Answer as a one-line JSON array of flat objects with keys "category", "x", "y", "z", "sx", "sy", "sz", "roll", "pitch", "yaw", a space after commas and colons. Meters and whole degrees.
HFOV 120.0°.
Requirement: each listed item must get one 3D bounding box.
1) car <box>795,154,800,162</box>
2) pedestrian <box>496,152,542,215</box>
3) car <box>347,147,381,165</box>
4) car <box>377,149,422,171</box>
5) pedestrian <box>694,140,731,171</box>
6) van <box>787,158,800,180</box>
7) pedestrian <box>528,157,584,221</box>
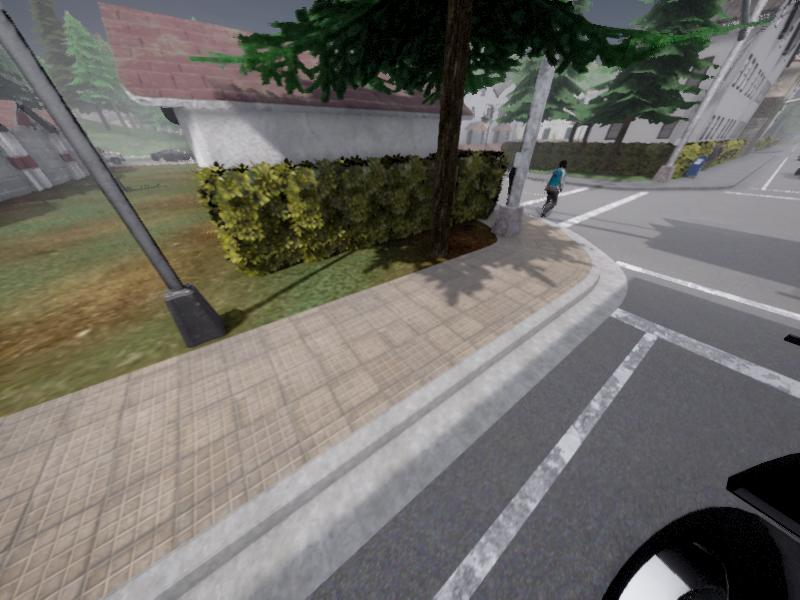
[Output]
[{"category": "car", "x": 42.960, "y": -15.009, "z": 23.678, "sx": 4.181, "sy": 1.385, "sz": 1.994, "roll": -23, "pitch": 41, "yaw": -29}, {"category": "pedestrian", "x": 4.155, "y": -4.131, "z": 8.190, "sx": 0.751, "sy": 1.860, "sz": 0.751, "roll": -24, "pitch": 41, "yaw": -29}, {"category": "car", "x": -4.385, "y": -17.374, "z": 27.778, "sx": 1.882, "sy": 1.535, "sz": 5.008, "roll": -22, "pitch": 40, "yaw": -28}, {"category": "car", "x": -0.163, "y": -13.921, "z": 22.802, "sx": 1.882, "sy": 1.535, "sz": 5.008, "roll": -22, "pitch": 40, "yaw": -28}, {"category": "pedestrian", "x": 22.416, "y": -10.397, "z": 16.598, "sx": 0.751, "sy": 1.860, "sz": 0.751, "roll": -24, "pitch": 41, "yaw": -30}, {"category": "van", "x": 26.523, "y": -8.556, "z": 14.068, "sx": 4.480, "sy": 2.038, "sz": 2.069, "roll": -26, "pitch": 42, "yaw": -31}, {"category": "pedestrian", "x": 5.329, "y": -3.829, "z": 8.011, "sx": 0.751, "sy": 1.860, "sz": 0.751, "roll": -13, "pitch": 37, "yaw": -17}]
